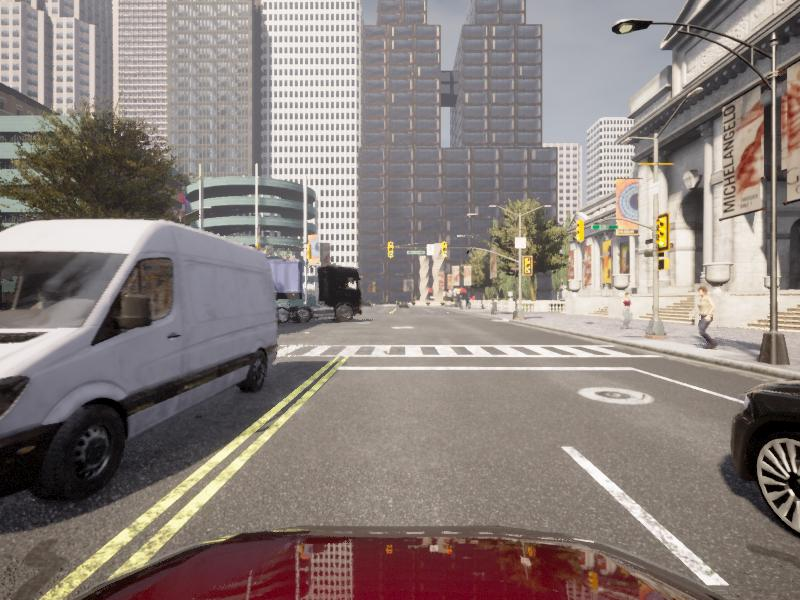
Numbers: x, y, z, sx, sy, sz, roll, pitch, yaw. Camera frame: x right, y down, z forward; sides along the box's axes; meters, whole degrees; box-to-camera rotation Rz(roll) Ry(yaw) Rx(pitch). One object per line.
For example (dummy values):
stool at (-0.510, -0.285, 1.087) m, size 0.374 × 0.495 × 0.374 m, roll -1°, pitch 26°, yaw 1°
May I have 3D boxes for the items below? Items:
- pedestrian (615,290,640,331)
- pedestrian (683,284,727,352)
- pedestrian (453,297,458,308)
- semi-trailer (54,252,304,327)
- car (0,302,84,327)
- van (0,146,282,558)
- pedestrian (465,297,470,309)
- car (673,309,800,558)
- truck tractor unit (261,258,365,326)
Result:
pedestrian at (10.652, 0.485, 18.785) m, size 0.751 × 1.860 × 0.751 m, roll 0°, pitch 0°, yaw 0°
pedestrian at (8.675, 0.485, 11.406) m, size 0.751 × 1.860 × 0.751 m, roll 0°, pitch 0°, yaw 9°
pedestrian at (9.960, 0.485, 71.376) m, size 0.751 × 1.860 × 0.751 m, roll 0°, pitch 0°, yaw 0°
semi-trailer at (-13.689, -0.620, 26.129) m, size 14.254 × 4.402 × 2.717 m, roll 0°, pitch 0°, yaw -8°
car at (-23.046, 0.853, 25.093) m, size 4.792 × 1.488 × 2.163 m, roll 0°, pitch 0°, yaw 1°
van at (-3.438, 0.322, 5.224) m, size 1.988 × 2.561 × 5.915 m, roll 0°, pitch 0°, yaw 1°
pedestrian at (10.788, 0.485, 64.350) m, size 0.751 × 1.860 × 0.751 m, roll 0°, pitch 0°, yaw 6°
car at (3.511, 0.836, 1.169) m, size 2.128 × 1.511 × 4.902 m, roll 0°, pitch 0°, yaw 1°
truck tractor unit at (-6.035, -0.520, 27.835) m, size 6.516 × 4.208 × 3.053 m, roll 0°, pitch 0°, yaw -26°
